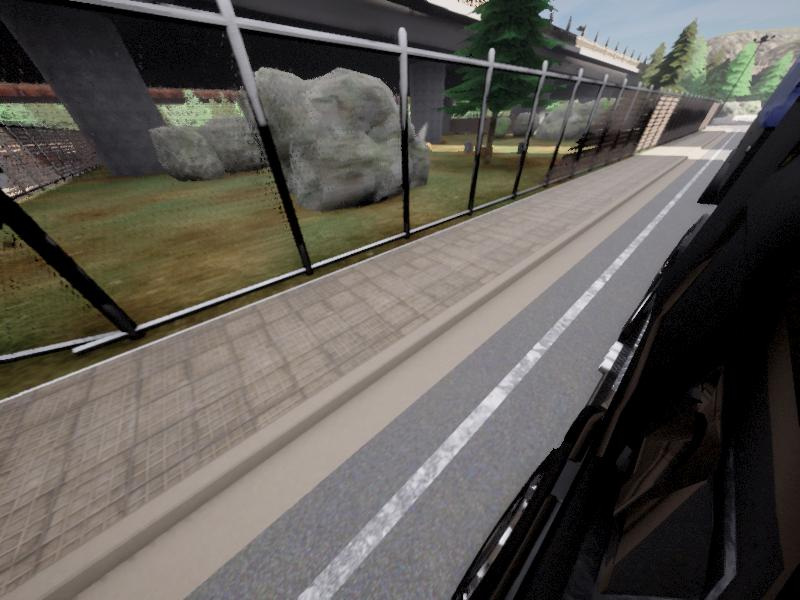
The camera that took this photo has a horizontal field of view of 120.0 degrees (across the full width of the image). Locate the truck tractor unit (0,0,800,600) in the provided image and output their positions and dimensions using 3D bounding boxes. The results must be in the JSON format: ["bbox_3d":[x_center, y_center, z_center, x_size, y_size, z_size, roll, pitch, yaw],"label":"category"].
[{"bbox_3d":[2.645,-0.295,0.351,6.516,4.208,3.053,-28,44,-30],"label":"truck tractor unit"}]

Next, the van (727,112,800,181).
[{"bbox_3d":[15.925,-6.381,9.404,4.480,2.038,2.069,-27,43,-29],"label":"van"}]

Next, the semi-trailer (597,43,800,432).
[{"bbox_3d":[8.704,-3.614,4.204,14.254,4.402,2.717,-28,44,-30],"label":"semi-trailer"}]
